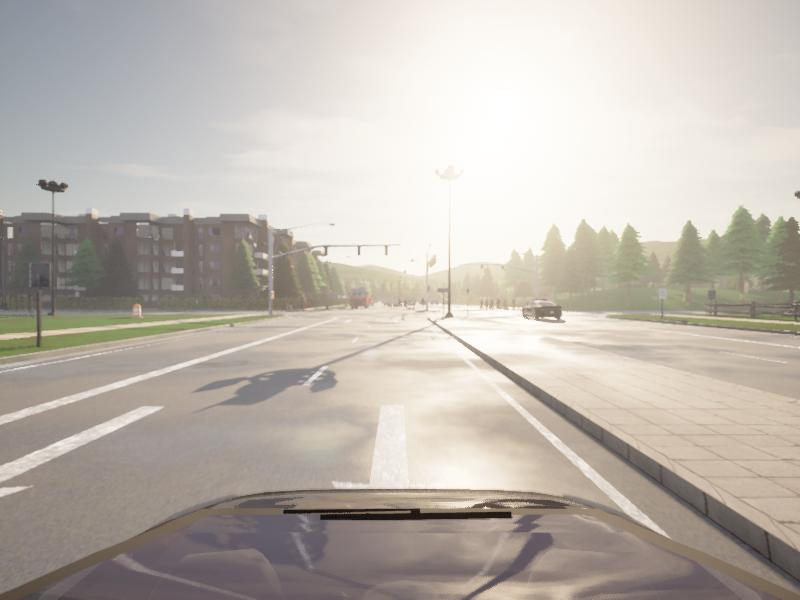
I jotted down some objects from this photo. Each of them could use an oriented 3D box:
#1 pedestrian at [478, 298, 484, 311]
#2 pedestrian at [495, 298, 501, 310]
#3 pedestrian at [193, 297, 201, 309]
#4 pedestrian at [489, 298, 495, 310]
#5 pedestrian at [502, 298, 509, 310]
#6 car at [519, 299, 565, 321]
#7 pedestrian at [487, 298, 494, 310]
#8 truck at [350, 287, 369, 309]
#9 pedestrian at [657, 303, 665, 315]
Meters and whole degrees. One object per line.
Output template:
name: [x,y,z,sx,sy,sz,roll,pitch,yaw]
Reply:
pedestrian: [12.423,0.666,61.111,0.751,1.860,0.751,0,0,-6]
pedestrian: [15.078,0.578,61.528,0.751,1.860,0.751,0,0,-10]
pedestrian: [-30.150,0.427,59.499,0.751,1.860,0.751,0,0,0]
pedestrian: [14.092,0.580,61.353,0.751,1.860,0.751,0,0,-9]
pedestrian: [16.530,0.577,62.576,0.751,1.860,0.751,0,0,-9]
car: [11.462,0.739,32.745,1.930,1.638,5.238,0,0,0]
pedestrian: [14.121,0.577,62.583,0.751,1.860,0.751,0,0,-25]
truck: [-7.268,-0.391,72.886,2.891,3.827,8.468,0,0,-1]
pedestrian: [24.714,0.828,37.900,0.500,1.100,0.500,0,0,3]
